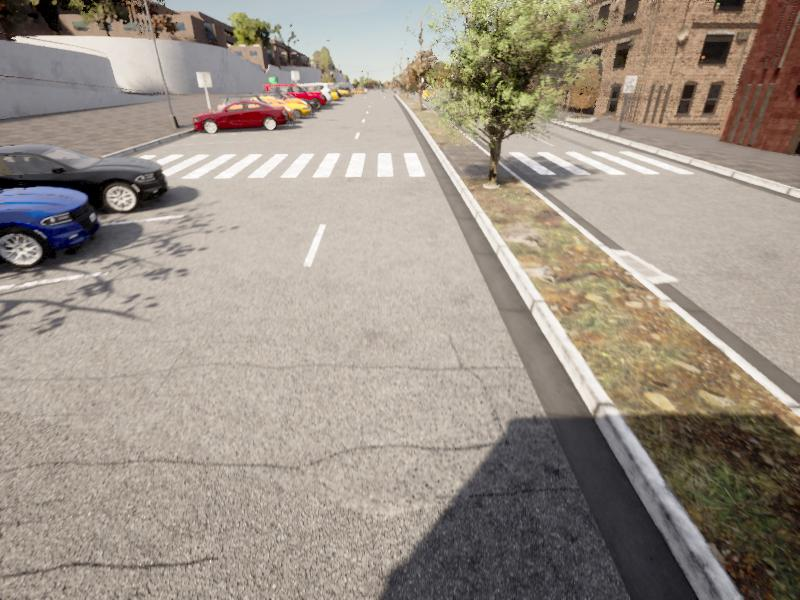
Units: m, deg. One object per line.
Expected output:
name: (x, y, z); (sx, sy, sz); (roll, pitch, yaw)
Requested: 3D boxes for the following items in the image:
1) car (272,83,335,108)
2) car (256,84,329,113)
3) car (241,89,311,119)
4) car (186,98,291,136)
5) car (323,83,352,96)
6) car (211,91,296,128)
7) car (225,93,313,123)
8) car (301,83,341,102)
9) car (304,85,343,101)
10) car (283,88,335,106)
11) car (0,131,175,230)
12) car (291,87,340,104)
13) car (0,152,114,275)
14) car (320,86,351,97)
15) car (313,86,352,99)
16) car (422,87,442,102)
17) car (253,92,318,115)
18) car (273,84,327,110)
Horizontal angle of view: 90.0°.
car: (-9.652, -20.600, 40.207); (5.566, 2.045, 2.435); (-12, 31, -19)
car: (-9.384, -17.735, 35.027); (5.566, 2.045, 2.435); (-12, 31, -19)
car: (-9.217, -14.711, 29.871); (4.553, 1.767, 2.185); (-12, 31, -19)
car: (-8.850, -10.219, 22.173); (5.008, 1.535, 2.097); (-12, 32, -19)
car: (-10.725, -36.302, 69.004); (4.442, 1.987, 1.878); (-12, 30, -19)
car: (-9.000, -11.791, 24.689); (4.553, 1.767, 2.185); (-12, 31, -19)
car: (-8.907, -13.193, 27.412); (5.366, 1.575, 1.946); (-12, 31, -19)
car: (-9.960, -26.321, 50.717); (4.442, 1.987, 1.878); (-12, 30, -19)
car: (-10.204, -27.630, 53.328); (4.553, 1.767, 2.185); (-12, 30, -19)
car: (-9.739, -21.818, 42.950); (5.008, 1.535, 2.097); (-12, 30, -19)
car: (-8.314, -2.807, 9.291); (5.008, 1.535, 2.097); (-12, 32, -18)
car: (-10.123, -24.637, 48.106); (5.366, 1.575, 1.946); (-12, 31, -19)
car: (-8.209, -1.315, 6.733); (5.008, 1.535, 2.097); (-12, 32, -18)
car: (-10.715, -34.618, 66.476); (4.674, 1.452, 2.002); (-12, 31, -19)
car: (-10.330, -31.842, 61.295); (5.366, 1.575, 1.946); (-12, 30, -19)
car: (3.939, -25.567, 49.769); (1.882, 1.535, 5.008); (-1, 29, -2)
car: (-9.298, -16.025, 32.555); (4.674, 1.452, 2.002); (-12, 31, -19)
car: (-9.411, -19.170, 37.666); (4.442, 1.987, 1.878); (-12, 31, -19)
